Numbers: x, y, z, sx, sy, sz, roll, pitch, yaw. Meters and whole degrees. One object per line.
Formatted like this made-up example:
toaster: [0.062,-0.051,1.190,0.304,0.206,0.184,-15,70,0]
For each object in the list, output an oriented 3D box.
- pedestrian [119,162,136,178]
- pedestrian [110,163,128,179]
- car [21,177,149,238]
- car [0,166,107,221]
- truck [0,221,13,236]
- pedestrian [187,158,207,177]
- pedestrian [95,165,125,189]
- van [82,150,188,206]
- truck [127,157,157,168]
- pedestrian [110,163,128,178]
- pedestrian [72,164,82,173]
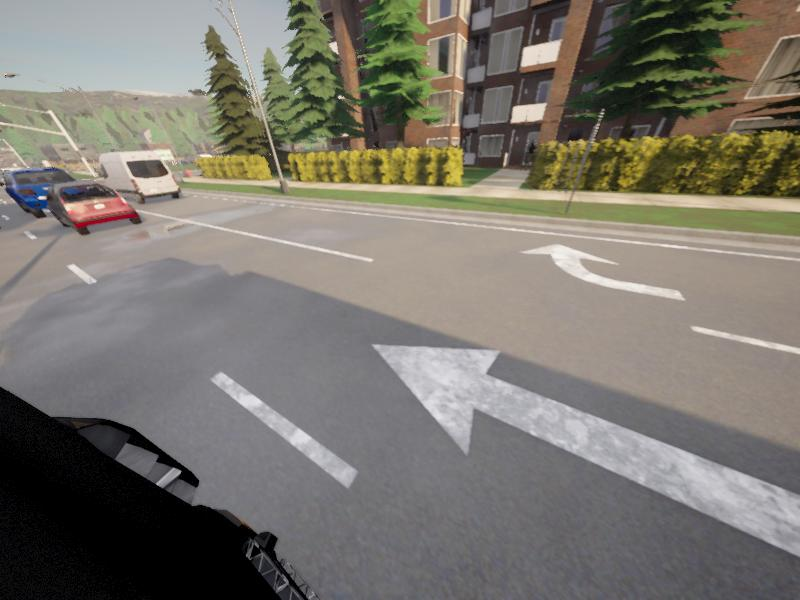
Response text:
pedestrian: [-38.778,-18.501,32.903,0.751,1.860,0.751,18,39,29]
pedestrian: [-39.493,-18.185,32.491,0.751,1.860,0.751,17,39,27]
car: [-12.283,-3.753,9.052,3.988,1.617,1.851,16,38,26]
car: [-18.449,-5.708,12.066,5.566,2.045,2.150,16,38,26]
truck: [-19.565,-4.505,8.763,8.468,3.827,2.891,16,38,26]
pedestrian: [-23.028,-15.058,26.233,0.751,1.860,0.751,16,38,26]
pedestrian: [-25.905,-10.994,20.673,0.751,1.860,0.751,14,37,24]
van: [-16.251,-7.537,14.178,5.915,2.561,1.988,16,38,26]
truck: [-79.975,-42.598,71.643,2.627,2.467,5.204,16,38,26]
pedestrian: [-40.096,-18.481,32.981,0.751,1.860,0.751,20,40,30]
pedestrian: [-82.832,-33.811,59.267,0.751,1.860,0.751,25,43,35]
